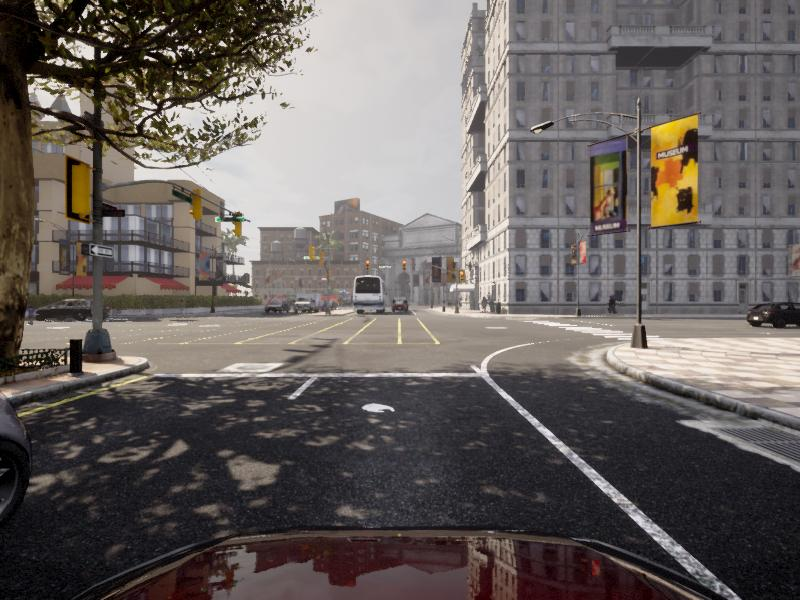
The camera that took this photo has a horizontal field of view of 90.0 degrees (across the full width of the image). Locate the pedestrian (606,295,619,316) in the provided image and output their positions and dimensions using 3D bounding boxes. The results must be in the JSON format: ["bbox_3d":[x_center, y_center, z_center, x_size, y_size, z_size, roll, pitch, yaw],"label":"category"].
[{"bbox_3d":[19.468,0.480,36.684,0.751,1.860,0.751,0,0,-5],"label":"pedestrian"}]

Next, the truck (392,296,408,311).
[{"bbox_3d":[0.000,0.534,59.649,2.390,2.098,6.274,0,0,0],"label":"truck"}]

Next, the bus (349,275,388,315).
[{"bbox_3d":[-3.622,-0.541,48.601,3.944,4.253,10.273,0,0,0],"label":"bus"}]

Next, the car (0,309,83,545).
[{"bbox_3d":[-3.492,0.826,1.425,1.845,1.501,3.633,0,0,0],"label":"car"}]

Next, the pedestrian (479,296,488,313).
[{"bbox_3d":[9.001,0.479,42.927,0.751,1.860,0.751,0,0,-7],"label":"pedestrian"}]

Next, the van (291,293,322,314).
[{"bbox_3d":[-11.502,0.371,49.802,2.351,2.431,6.366,0,0,0],"label":"van"}]

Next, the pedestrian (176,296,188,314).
[{"bbox_3d":[-22.351,0.479,41.073,0.751,1.860,0.751,0,0,12],"label":"pedestrian"}]

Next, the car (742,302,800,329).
[{"bbox_3d":[22.546,0.851,23.029,4.193,1.474,1.816,0,0,0],"label":"car"}]

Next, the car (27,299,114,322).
[{"bbox_3d":[-24.415,0.752,29.756,4.611,1.667,2.242,0,0,0],"label":"car"}]

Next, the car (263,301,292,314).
[{"bbox_3d":[-15.001,0.888,49.342,2.033,1.411,5.357,0,0,0],"label":"car"}]

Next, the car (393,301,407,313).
[{"bbox_3d":[-0.022,0.862,52.172,1.812,1.442,4.674,0,0,0],"label":"car"}]
